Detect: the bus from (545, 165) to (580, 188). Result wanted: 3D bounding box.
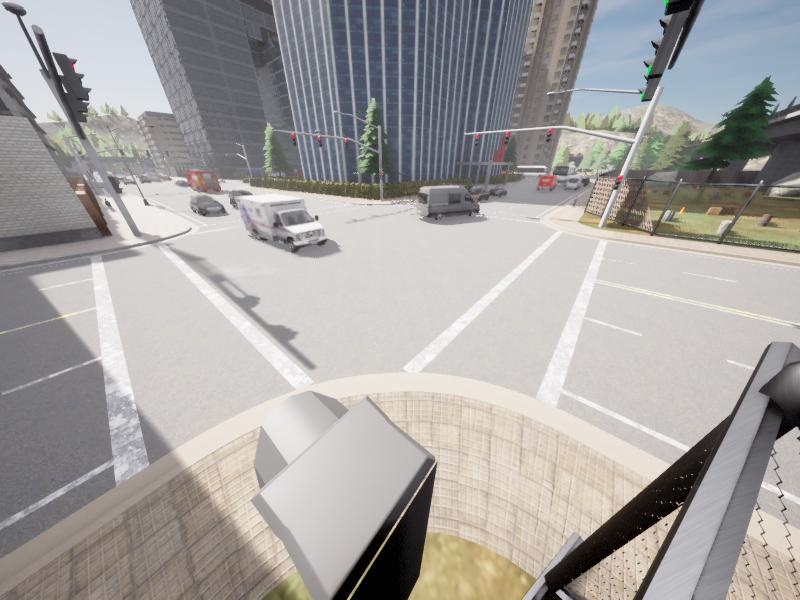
[{"bbox_3d":[36.987,-28.215,52.514,3.944,4.253,10.273,23,37,34],"label":"bus"}]

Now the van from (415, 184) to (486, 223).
[{"bbox_3d":[4.381,-8.565,20.250,5.915,2.561,1.988,-15,34,-24],"label":"van"}]

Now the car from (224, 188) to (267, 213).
[{"bbox_3d":[-16.466,-10.631,24.537,4.605,1.855,1.932,23,37,34],"label":"car"}]

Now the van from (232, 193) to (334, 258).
[{"bbox_3d":[-6.952,-4.640,13.558,6.366,2.431,2.351,23,37,34],"label":"van"}]

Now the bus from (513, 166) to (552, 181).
[{"bbox_3d":[45.211,-43.560,79.194,10.273,4.253,3.944,23,37,34],"label":"bus"}]

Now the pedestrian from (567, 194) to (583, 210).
[{"bbox_3d":[17.821,-9.988,23.542,0.751,1.300,0.751,-24,38,-35],"label":"pedestrian"}]

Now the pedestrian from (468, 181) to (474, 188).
[{"bbox_3d":[14.135,-23.095,46.243,0.751,1.300,0.751,21,36,32],"label":"pedestrian"}]

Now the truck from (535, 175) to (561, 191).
[{"bbox_3d":[27.693,-21.835,43.182,2.627,2.467,5.204,23,35,34],"label":"truck"}]

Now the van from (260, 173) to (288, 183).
[{"bbox_3d":[-36.546,-35.633,67.274,2.351,2.431,6.366,22,37,33],"label":"van"}]

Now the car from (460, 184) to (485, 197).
[{"bbox_3d":[11.378,-17.082,36.037,1.812,1.442,4.674,23,37,34],"label":"car"}]

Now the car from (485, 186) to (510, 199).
[{"bbox_3d":[14.654,-16.286,34.735,1.994,1.385,4.181,22,37,33],"label":"car"}]

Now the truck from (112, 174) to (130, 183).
[{"bbox_3d":[-82.047,-35.827,67.955,6.274,2.098,2.390,23,37,34],"label":"truck"}]

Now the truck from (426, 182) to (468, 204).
[{"bbox_3d":[6.327,-14.354,30.659,2.390,2.098,6.274,23,37,34],"label":"truck"}]

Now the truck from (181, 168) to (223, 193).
[{"bbox_3d":[-36.363,-22.063,42.394,8.468,3.827,2.891,23,37,34],"label":"truck"}]

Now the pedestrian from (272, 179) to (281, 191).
[{"bbox_3d":[-22.683,-21.164,42.449,0.751,1.860,0.751,21,36,32],"label":"pedestrian"}]

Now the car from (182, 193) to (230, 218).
[{"bbox_3d":[-18.774,-9.205,22.323,4.856,1.649,2.033,22,37,34],"label":"car"}]

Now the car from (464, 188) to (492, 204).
[{"bbox_3d":[10.164,-13.647,30.058,1.816,1.474,4.193,23,37,34],"label":"car"}]

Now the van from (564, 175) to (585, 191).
[{"bbox_3d":[34.229,-23.010,45.208,1.988,2.561,5.915,23,37,34],"label":"van"}]

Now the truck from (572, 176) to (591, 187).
[{"bbox_3d":[41.932,-27.414,53.278,2.390,2.098,6.274,23,37,34],"label":"truck"}]
